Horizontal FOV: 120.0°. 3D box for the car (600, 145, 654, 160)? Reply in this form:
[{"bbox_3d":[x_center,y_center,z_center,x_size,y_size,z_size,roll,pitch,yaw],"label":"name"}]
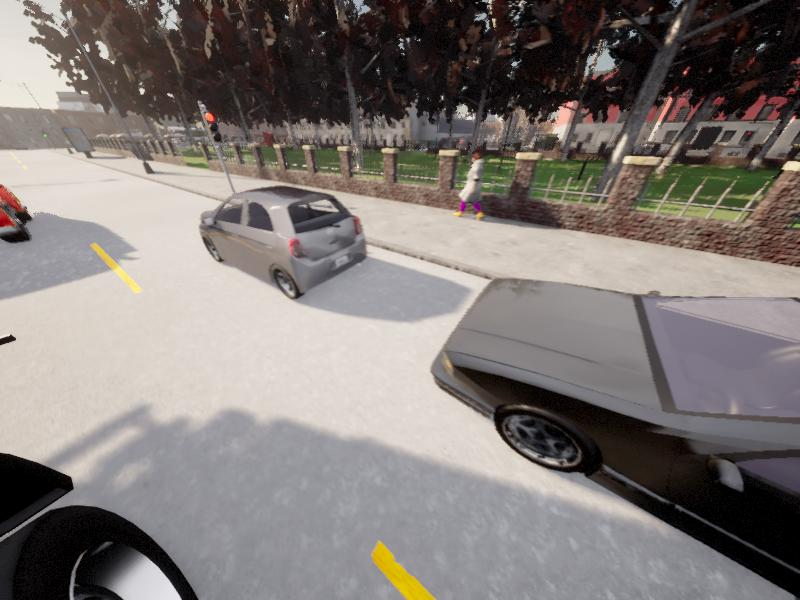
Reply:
[{"bbox_3d":[30.214,-19.832,31.002,4.892,1.490,1.837,22,40,27],"label":"car"}]

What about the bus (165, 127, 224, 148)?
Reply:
[{"bbox_3d":[-53.896,-42.982,61.161,3.944,4.253,10.273,22,41,28],"label":"bus"}]

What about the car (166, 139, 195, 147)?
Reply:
[{"bbox_3d":[-58.627,-42.057,61.792,1.882,1.535,5.008,22,41,28],"label":"car"}]

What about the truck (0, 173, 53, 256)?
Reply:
[{"bbox_3d":[-11.451,-2.566,5.337,5.204,2.467,2.627,21,40,28],"label":"truck"}]

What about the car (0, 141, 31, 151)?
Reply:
[{"bbox_3d":[-71.516,-28.280,42.483,3.633,1.501,1.845,2,35,3],"label":"car"}]

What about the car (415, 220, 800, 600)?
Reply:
[{"bbox_3d":[2.942,0.921,1.421,5.357,1.411,2.033,22,40,27],"label":"car"}]

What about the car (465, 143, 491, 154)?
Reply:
[{"bbox_3d":[13.626,-26.574,40.452,3.806,1.475,1.970,22,41,28],"label":"car"}]

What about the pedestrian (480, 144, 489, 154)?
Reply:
[{"bbox_3d":[13.143,-23.423,35.907,0.751,1.300,0.751,22,41,28],"label":"pedestrian"}]

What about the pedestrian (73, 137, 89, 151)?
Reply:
[{"bbox_3d":[-51.833,-25.295,37.543,0.751,1.860,0.751,24,41,29],"label":"pedestrian"}]

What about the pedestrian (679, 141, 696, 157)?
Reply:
[{"bbox_3d":[41.548,-21.859,33.429,0.751,1.860,0.751,-27,43,-33],"label":"pedestrian"}]

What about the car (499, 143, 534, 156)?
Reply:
[{"bbox_3d":[18.808,-24.488,37.490,4.514,1.525,2.007,22,41,28],"label":"car"}]

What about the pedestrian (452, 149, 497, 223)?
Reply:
[{"bbox_3d":[2.192,-3.403,6.923,0.751,1.860,0.751,23,41,28],"label":"pedestrian"}]

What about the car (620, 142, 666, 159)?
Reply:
[{"bbox_3d":[34.133,-21.205,32.638,3.866,1.878,1.905,22,41,28],"label":"car"}]

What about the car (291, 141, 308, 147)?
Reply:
[{"bbox_3d":[-30.287,-47.019,69.524,4.902,1.511,2.128,22,41,28],"label":"car"}]

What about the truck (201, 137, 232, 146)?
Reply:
[{"bbox_3d":[-53.634,-46.299,67.570,2.390,2.098,6.274,22,41,28],"label":"truck"}]

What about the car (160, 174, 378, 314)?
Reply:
[{"bbox_3d":[-2.491,-1.425,4.588,3.633,1.501,1.845,21,40,27],"label":"car"}]

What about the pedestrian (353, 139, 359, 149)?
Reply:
[{"bbox_3d":[-9.320,-32.806,48.556,0.751,1.860,0.751,22,41,28],"label":"pedestrian"}]

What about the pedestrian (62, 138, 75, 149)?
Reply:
[{"bbox_3d":[-68.050,-32.226,47.443,0.751,1.860,0.751,23,41,29],"label":"pedestrian"}]

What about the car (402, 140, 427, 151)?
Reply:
[{"bbox_3d":[2.941,-31.089,46.423,4.605,1.855,1.932,22,41,28],"label":"car"}]

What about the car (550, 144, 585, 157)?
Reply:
[{"bbox_3d":[24.699,-22.102,34.127,3.705,1.549,1.789,22,41,28],"label":"car"}]

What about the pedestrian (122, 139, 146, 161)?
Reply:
[{"bbox_3d":[-27.408,-15.458,23.793,0.751,1.860,0.751,22,41,28],"label":"pedestrian"}]

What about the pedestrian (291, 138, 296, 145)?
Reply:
[{"bbox_3d":[-34.367,-51.199,74.459,0.751,1.860,0.751,7,36,9],"label":"pedestrian"}]
